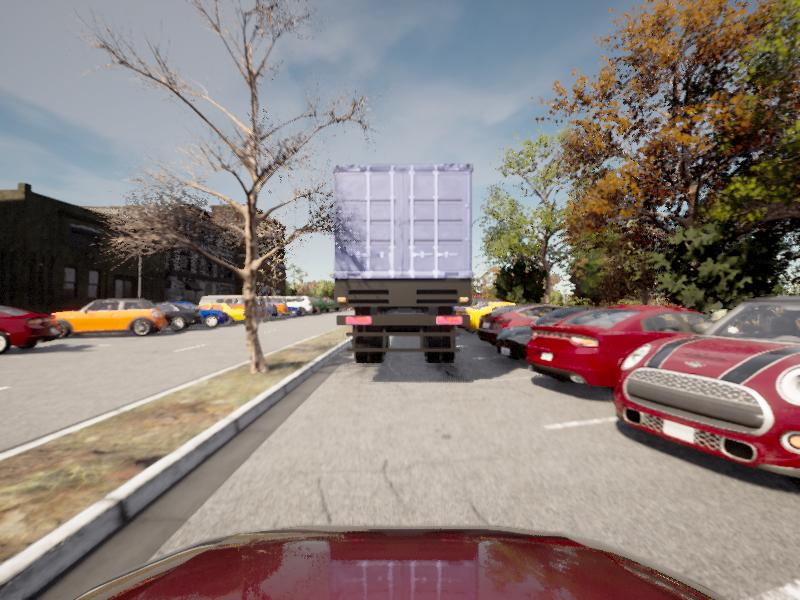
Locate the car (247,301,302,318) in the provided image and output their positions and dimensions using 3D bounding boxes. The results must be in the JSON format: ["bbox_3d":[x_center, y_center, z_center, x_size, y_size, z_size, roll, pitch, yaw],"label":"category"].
[{"bbox_3d":[-12.165,0.910,39.025,5.008,1.535,2.097,-1,0,-17],"label":"car"}]

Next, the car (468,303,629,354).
[{"bbox_3d":[4.976,0.884,13.531,4.792,1.488,2.163,1,0,-18],"label":"car"}]

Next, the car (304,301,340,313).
[{"bbox_3d":[-11.163,0.978,57.042,4.792,1.488,2.163,-1,0,-17],"label":"car"}]

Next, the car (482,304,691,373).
[{"bbox_3d":[4.851,0.878,10.539,4.792,1.488,2.163,1,0,-19],"label":"car"}]

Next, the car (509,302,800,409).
[{"bbox_3d":[4.826,0.843,7.594,5.008,1.535,2.097,1,0,-19],"label":"car"}]

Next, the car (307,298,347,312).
[{"bbox_3d":[-11.003,0.704,60.048,5.566,2.045,2.435,-1,0,-17],"label":"car"}]

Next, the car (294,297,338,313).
[{"bbox_3d":[-11.331,0.690,54.043,5.566,2.045,2.435,-1,0,-17],"label":"car"}]

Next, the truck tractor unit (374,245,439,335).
[{"bbox_3d":[0.422,-0.474,22.205,3.053,4.208,6.516,0,0,2],"label":"truck tractor unit"}]

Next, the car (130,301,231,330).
[{"bbox_3d":[-12.935,0.876,23.985,5.008,1.535,2.097,-1,0,-18],"label":"car"}]

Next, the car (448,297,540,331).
[{"bbox_3d":[5.212,0.745,22.395,4.553,1.767,2.185,1,0,-18],"label":"car"}]

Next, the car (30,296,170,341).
[{"bbox_3d":[-13.143,0.735,17.950,4.553,1.767,2.185,-1,0,-18],"label":"car"}]

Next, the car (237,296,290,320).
[{"bbox_3d":[-12.217,0.676,36.060,4.442,1.987,1.878,-1,0,-17],"label":"car"}]

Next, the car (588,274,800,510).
[{"bbox_3d":[4.835,0.713,4.638,4.553,1.767,2.185,1,0,-19],"label":"car"}]

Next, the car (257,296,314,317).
[{"bbox_3d":[-12.029,0.665,42.014,5.566,2.045,2.435,-1,0,-17],"label":"car"}]

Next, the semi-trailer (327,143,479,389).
[{"bbox_3d":[0.214,-0.587,14.295,2.717,4.402,14.254,0,0,1],"label":"semi-trailer"}]

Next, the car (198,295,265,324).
[{"bbox_3d":[-12.531,0.662,30.043,4.442,1.987,1.878,-1,0,-17],"label":"car"}]

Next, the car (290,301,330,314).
[{"bbox_3d":[-11.487,0.965,51.039,4.792,1.488,2.163,-1,0,-17],"label":"car"}]

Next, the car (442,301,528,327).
[{"bbox_3d":[5.362,0.878,25.369,4.892,1.521,2.231,1,0,-17],"label":"car"}]

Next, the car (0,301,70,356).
[{"bbox_3d":[-13.339,0.845,11.906,5.008,1.535,2.097,-1,0,-19],"label":"car"}]

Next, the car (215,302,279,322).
[{"bbox_3d":[-12.510,0.927,33.001,4.792,1.488,2.163,-1,0,-17],"label":"car"}]

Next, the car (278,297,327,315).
[{"bbox_3d":[-11.705,0.678,48.013,5.566,2.045,2.435,-1,0,-17],"label":"car"}]

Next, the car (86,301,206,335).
[{"bbox_3d":[-13.040,0.869,20.968,4.892,1.521,2.231,-1,0,-18],"label":"car"}]

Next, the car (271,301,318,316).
[{"bbox_3d":[-11.842,0.923,45.026,5.008,1.535,2.097,-1,0,-17],"label":"car"}]

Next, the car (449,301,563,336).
[{"bbox_3d":[5.118,0.866,19.440,5.008,1.535,2.097,1,0,-18],"label":"car"}]

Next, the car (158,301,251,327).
[{"bbox_3d":[-12.962,0.882,26.933,5.366,1.575,1.946,-1,0,-17],"label":"car"}]
